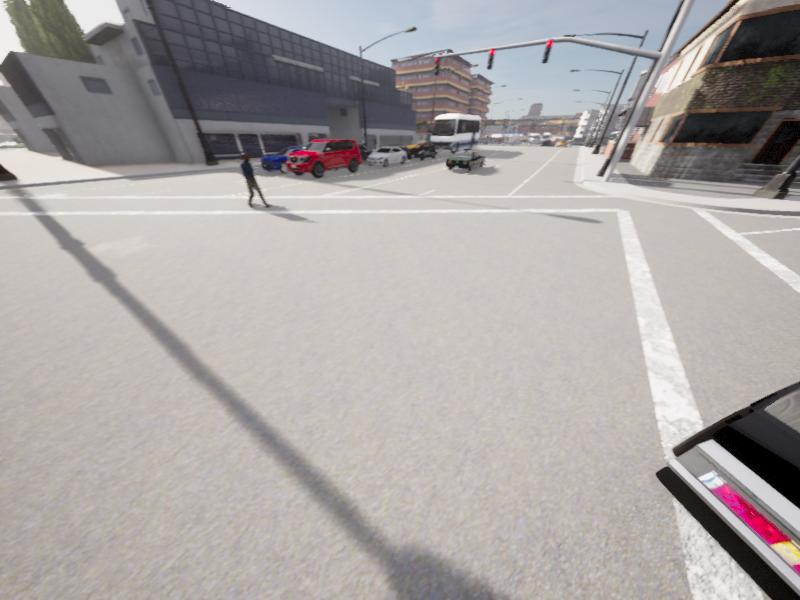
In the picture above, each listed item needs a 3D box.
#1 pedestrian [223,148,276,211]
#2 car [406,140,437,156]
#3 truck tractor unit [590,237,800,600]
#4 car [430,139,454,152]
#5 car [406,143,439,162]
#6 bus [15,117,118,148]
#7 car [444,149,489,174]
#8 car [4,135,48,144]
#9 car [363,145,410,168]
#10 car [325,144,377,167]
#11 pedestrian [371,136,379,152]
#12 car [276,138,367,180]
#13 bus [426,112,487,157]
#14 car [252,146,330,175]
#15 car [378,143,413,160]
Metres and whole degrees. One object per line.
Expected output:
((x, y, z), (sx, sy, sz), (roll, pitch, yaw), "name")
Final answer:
((-5.231, -4.239, 8.170), (0.751, 1.860, 0.751), (10, 36, 13), "pedestrian")
((2.940, -20.663, 31.249), (1.882, 1.535, 5.008), (21, 41, 26), "car")
((5.321, 0.002, 0.374), (6.516, 4.208, 3.053), (-8, 37, -12), "truck tractor unit")
((6.583, -24.042, 35.843), (1.812, 1.442, 4.674), (21, 42, 26), "car")
((2.495, -16.380, 25.494), (1.816, 1.474, 4.193), (21, 41, 26), "car")
((-62.509, -31.878, 44.130), (3.944, 4.253, 10.273), (0, 35, 2), "bus")
((5.551, -11.469, 18.929), (1.895, 1.301, 4.718), (21, 41, 26), "car")
((-86.385, -37.201, 53.493), (4.974, 1.542, 2.038), (-11, 37, -16), "car")
((-1.053, -13.117, 21.033), (1.812, 1.442, 4.674), (21, 41, 26), "car")
((-4.454, -13.841, 21.971), (1.837, 1.490, 4.892), (21, 41, 26), "car")
((-3.427, -21.518, 31.865), (0.751, 1.860, 0.751), (-27, 44, -34), "pedestrian")
((-4.995, -9.806, 15.845), (2.150, 2.045, 5.566), (21, 40, 26), "car")
((7.808, -22.302, 31.144), (3.944, 4.253, 10.273), (21, 42, 26), "bus")
((-7.961, -10.706, 17.507), (1.882, 1.535, 5.008), (21, 40, 26), "car")
((-0.481, -17.412, 26.990), (1.994, 1.385, 4.181), (22, 41, 27), "car")
